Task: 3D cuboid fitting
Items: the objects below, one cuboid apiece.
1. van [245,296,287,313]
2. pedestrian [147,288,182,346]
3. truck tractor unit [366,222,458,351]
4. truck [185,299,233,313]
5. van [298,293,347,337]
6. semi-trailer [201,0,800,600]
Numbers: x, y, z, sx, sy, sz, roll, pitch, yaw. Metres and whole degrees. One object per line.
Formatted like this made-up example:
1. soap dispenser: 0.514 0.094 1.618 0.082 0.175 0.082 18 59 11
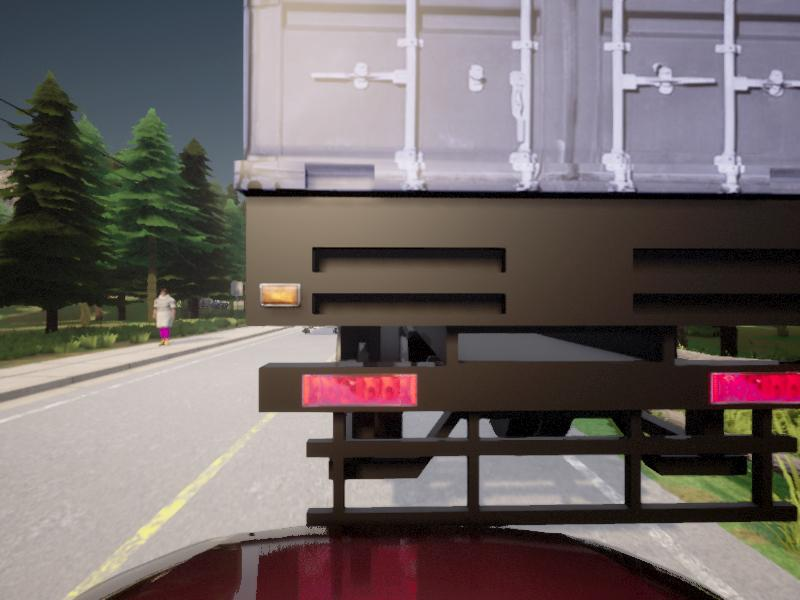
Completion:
1. van: -20.932 0.680 62.438 6.366 2.431 2.351 0 0 23
2. pedestrian: -7.751 0.549 13.194 0.751 1.860 0.751 0 0 -3
3. truck tractor unit: 0.172 -0.449 16.467 3.053 4.208 6.516 0 0 -4
4. truck: -29.050 0.841 60.944 6.274 2.098 2.390 0 -1 4
5. van: -3.853 0.696 20.570 1.775 1.987 4.442 0 0 -1
6. semi-trailer: 0.477 -0.579 8.565 2.717 4.402 14.254 0 0 -2
